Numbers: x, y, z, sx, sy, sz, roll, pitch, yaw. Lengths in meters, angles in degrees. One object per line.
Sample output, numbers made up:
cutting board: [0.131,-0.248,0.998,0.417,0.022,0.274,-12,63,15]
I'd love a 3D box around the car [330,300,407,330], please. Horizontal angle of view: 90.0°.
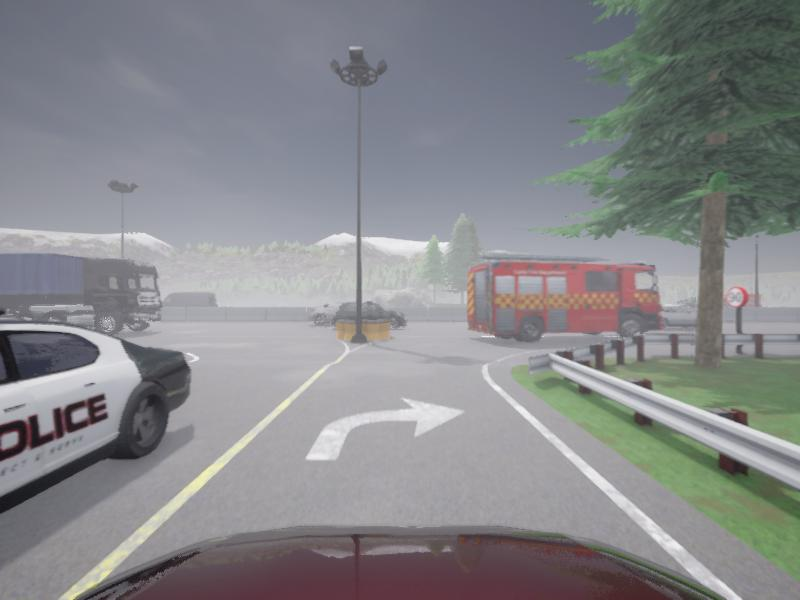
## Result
car: [-1.871,0.883,24.845,4.553,1.767,2.097,0,0,0]

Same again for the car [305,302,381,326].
car: [-3.947,0.967,28.355,5.027,1.651,2.152,0,0,0]

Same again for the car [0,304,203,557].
car: [-3.501,0.825,2.546,2.038,1.542,4.974,0,0,0]

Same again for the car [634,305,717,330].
car: [16.958,1.041,24.758,3.806,1.475,1.970,0,0,0]

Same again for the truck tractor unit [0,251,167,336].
truck tractor unit: [-16.609,-0.330,21.404,6.516,4.208,3.053,0,0,0]

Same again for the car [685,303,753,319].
car: [30.760,1.019,38.698,4.902,1.511,2.128,0,0,0]

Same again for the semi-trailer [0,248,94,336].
semi-trailer: [-24.525,-0.428,21.389,14.254,4.402,2.717,0,0,0]

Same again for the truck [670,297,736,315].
truck: [37.114,0.722,49.168,6.274,2.098,2.390,0,0,0]

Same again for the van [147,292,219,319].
van: [-21.050,0.506,38.935,5.915,2.561,1.988,0,0,0]

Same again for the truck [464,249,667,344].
truck: [7.478,-0.130,18.382,8.468,3.827,2.891,0,0,-13]

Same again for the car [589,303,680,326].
car: [16.476,0.988,28.262,5.366,1.575,1.801,0,0,0]

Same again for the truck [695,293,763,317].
truck: [34.863,0.540,42.497,5.204,2.467,2.627,0,0,-3]
